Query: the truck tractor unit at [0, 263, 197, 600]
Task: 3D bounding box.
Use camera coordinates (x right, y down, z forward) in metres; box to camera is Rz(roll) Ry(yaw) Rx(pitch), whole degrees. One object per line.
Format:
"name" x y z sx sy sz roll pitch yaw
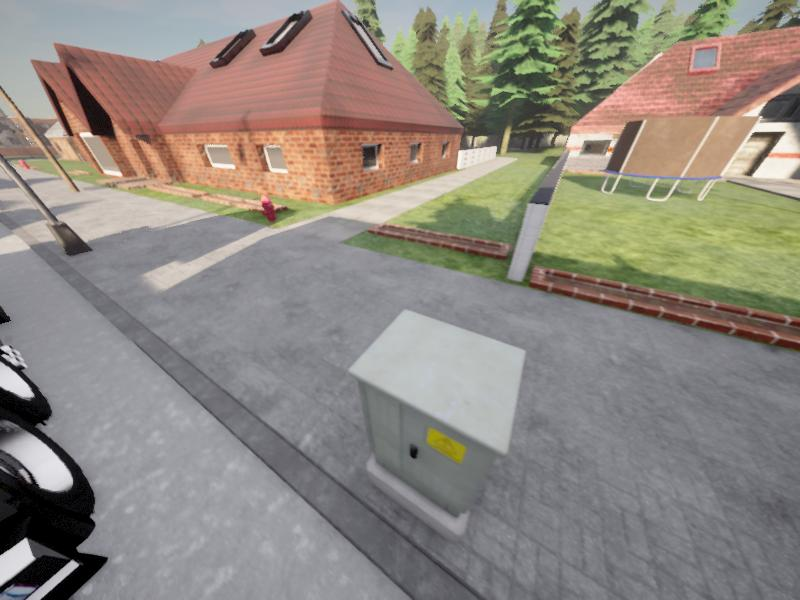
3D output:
"truck tractor unit" -5.108 -0.303 0.782 6.516 4.208 3.053 18 39 24
